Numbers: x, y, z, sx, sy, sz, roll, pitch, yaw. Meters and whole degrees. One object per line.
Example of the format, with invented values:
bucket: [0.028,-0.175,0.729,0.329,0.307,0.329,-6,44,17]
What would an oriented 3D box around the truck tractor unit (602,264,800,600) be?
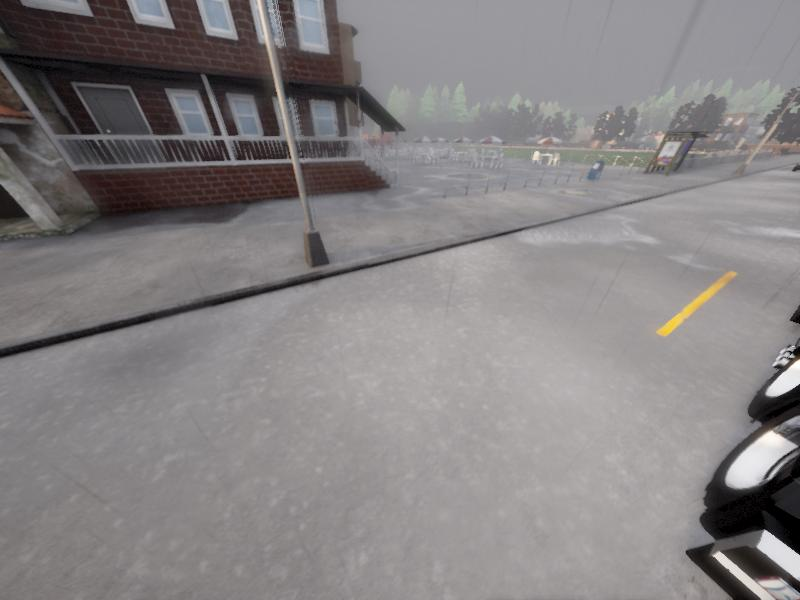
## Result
truck tractor unit: [5.108,-0.304,0.778,6.516,4.208,3.053,-18,39,-24]

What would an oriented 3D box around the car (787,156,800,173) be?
car: [37.747,-12.374,20.835,5.357,1.411,2.033,-18,39,-24]
